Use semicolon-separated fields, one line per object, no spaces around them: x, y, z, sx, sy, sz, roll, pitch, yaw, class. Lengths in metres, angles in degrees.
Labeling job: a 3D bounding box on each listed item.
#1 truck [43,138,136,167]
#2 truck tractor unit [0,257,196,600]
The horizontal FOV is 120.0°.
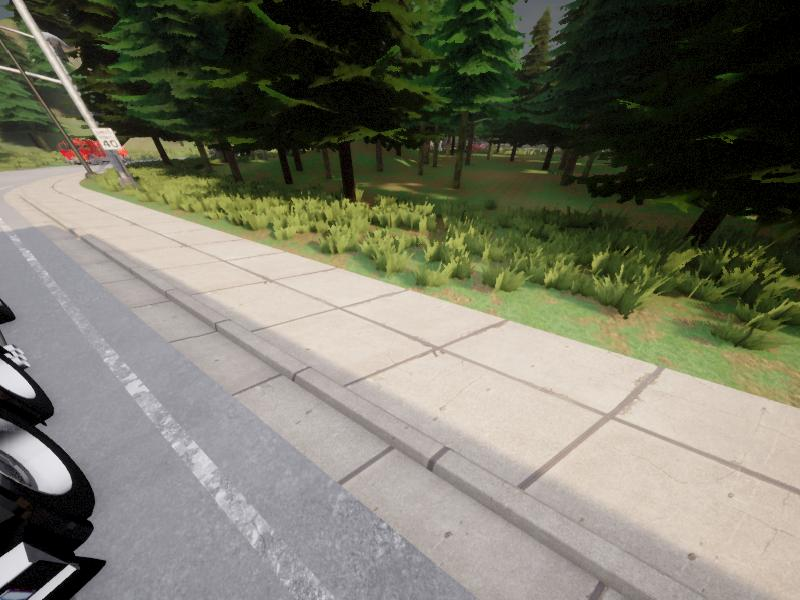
-34.310;-16.617;25.930;2.627;2.467;5.204;1;35;3;truck
-5.100;-0.312;0.797;6.516;4.208;3.053;19;39;25;truck tractor unit
